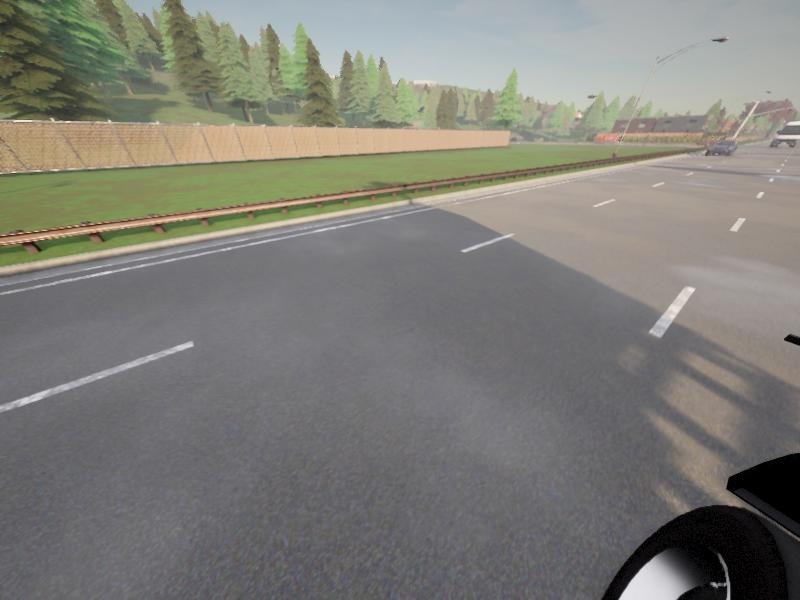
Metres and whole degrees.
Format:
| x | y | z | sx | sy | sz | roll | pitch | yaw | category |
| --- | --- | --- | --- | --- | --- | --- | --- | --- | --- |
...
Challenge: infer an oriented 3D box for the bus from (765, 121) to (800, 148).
| x | y | z | sx | sy | sz | roll | pitch | yaw | category |
| --- | --- | --- | --- | --- | --- | --- | --- | --- | --- |
| 79.915 | -33.608 | 47.046 | 10.273 | 4.253 | 3.944 | -22 | 41 | -28 | bus |

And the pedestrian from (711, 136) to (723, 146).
| x | y | z | sx | sy | sz | roll | pitch | yaw | category |
| --- | --- | --- | --- | --- | --- | --- | --- | --- | --- |
| 74.117 | -37.217 | 53.974 | 0.751 | 1.860 | 0.751 | -18 | 39 | -23 | pedestrian |

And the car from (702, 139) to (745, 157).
| x | y | z | sx | sy | sz | roll | pitch | yaw | category |
| --- | --- | --- | --- | --- | --- | --- | --- | --- | --- |
| 40.697 | -19.137 | 29.055 | 4.553 | 1.767 | 2.097 | -22 | 41 | -28 | car |

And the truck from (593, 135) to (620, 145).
| x | y | z | sx | sy | sz | roll | pitch | yaw | category |
| --- | --- | --- | --- | --- | --- | --- | --- | --- | --- |
| 64.087 | -49.869 | 71.758 | 2.627 | 2.467 | 5.204 | -22 | 40 | -27 | truck |
